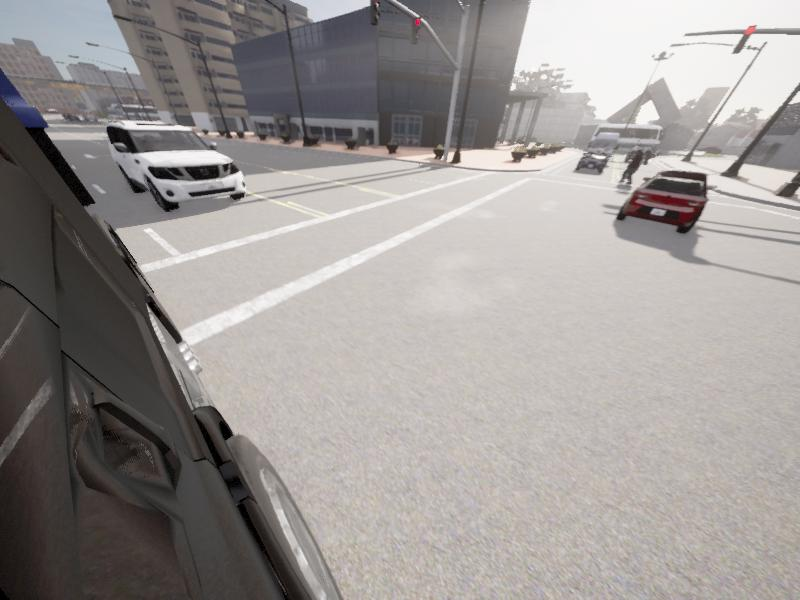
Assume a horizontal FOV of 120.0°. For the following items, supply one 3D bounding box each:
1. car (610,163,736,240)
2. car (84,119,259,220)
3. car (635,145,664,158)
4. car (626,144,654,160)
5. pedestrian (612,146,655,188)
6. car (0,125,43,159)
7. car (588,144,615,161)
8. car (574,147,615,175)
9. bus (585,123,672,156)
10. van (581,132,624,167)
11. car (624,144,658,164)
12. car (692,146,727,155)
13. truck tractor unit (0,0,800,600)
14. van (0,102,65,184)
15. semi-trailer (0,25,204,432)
[{"bbox_3d":[8.984,-3.497,7.714,4.193,1.474,1.816,-28,46,-34],"label":"car"},{"bbox_3d":[-7.467,-4.511,7.553,5.566,2.045,2.150,25,42,28],"label":"car"},{"bbox_3d":[38.359,-22.864,35.552,4.193,1.474,1.816,-22,43,-29],"label":"car"},{"bbox_3d":[32.924,-20.330,31.657,1.930,1.638,5.238,31,45,32],"label":"car"},{"bbox_3d":[12.683,-7.242,12.580,0.751,1.860,0.751,-24,44,-31],"label":"pedestrian"},{"bbox_3d":[-24.737,-9.889,14.362,4.902,1.511,2.128,25,42,28],"label":"car"},{"bbox_3d":[23.969,-17.579,27.458,1.845,1.501,3.633,26,42,27],"label":"car"},{"bbox_3d":[15.387,-11.078,18.239,1.816,1.474,4.193,26,43,28],"label":"car"},{"bbox_3d":[42.032,-30.030,43.046,3.944,4.253,10.273,-29,47,-35],"label":"bus"},{"bbox_3d":[19.969,-14.907,22.776,1.988,2.561,5.915,26,43,28],"label":"van"},{"bbox_3d":[28.010,-17.107,27.017,1.930,1.638,5.238,27,43,28],"label":"car"},{"bbox_3d":[74.604,-36.126,55.783,1.812,1.442,4.674,-2,37,-7],"label":"car"},{"bbox_3d":[-2.645,-0.295,0.351,6.516,4.208,3.053,28,44,30],"label":"truck tractor unit"},{"bbox_3d":[-17.240,-6.730,9.688,6.366,2.431,2.351,26,42,28],"label":"van"},{"bbox_3d":[-8.844,-3.487,4.100,14.254,4.402,2.717,26,43,28],"label":"semi-trailer"}]
